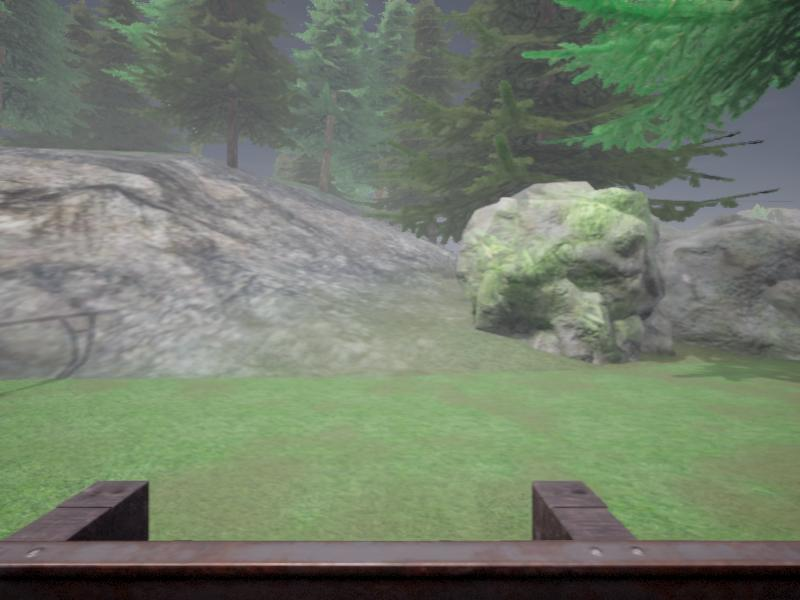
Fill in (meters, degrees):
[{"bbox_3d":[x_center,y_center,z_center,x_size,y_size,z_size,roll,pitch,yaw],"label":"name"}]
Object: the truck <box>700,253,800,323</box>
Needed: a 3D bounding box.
[{"bbox_3d":[23.192,-0.638,24.680,2.891,3.827,8.468,0,0,-1],"label":"truck"}]
